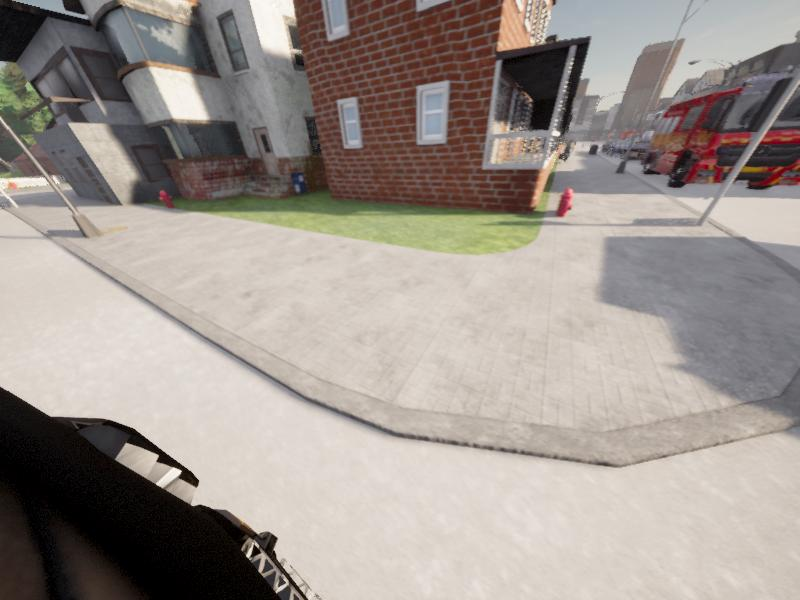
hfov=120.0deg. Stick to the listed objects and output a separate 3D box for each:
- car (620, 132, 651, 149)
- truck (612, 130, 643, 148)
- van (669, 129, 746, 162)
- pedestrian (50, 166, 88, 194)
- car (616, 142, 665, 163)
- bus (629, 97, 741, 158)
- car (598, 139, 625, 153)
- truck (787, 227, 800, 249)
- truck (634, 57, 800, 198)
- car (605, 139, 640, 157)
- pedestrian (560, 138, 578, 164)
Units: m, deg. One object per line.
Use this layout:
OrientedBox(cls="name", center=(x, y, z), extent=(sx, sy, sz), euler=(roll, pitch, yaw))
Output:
OrientedBox(cls="car", center=(38.109, -25.916, 37.611), extent=(2.150, 2.045, 5.566), euler=(16, 38, 26))
OrientedBox(cls="truck", center=(41.915, -29.810, 42.726), extent=(2.627, 2.467, 5.204), euler=(15, 38, 25))
OrientedBox(cls="van", center=(24.919, -12.730, 19.035), extent=(2.069, 2.038, 4.480), euler=(16, 38, 26))
OrientedBox(cls="pedestrian", center=(-25.939, -9.419, 18.145), extent=(0.751, 1.860, 0.751), euler=(-21, 38, -25))
OrientedBox(cls="car", center=(21.179, -13.132, 20.541), extent=(1.994, 1.385, 4.181), euler=(16, 38, 26))
OrientedBox(cls="bus", center=(29.325, -18.243, 24.908), extent=(3.944, 4.253, 10.273), euler=(16, 38, 26))
OrientedBox(cls="car", center=(29.740, -21.769, 32.606), extent=(1.837, 1.490, 4.892), euler=(16, 38, 26))
OrientedBox(cls="truck", center=(8.103, -0.711, 2.100), extent=(2.627, 2.467, 5.204), euler=(21, 41, 31))
OrientedBox(cls="truck", center=(14.614, -7.633, 10.672), extent=(2.891, 3.827, 8.468), euler=(16, 38, 26))
OrientedBox(cls="car", center=(25.787, -17.826, 27.011), extent=(1.882, 1.535, 5.008), euler=(16, 38, 26))
OrientedBox(cls="pedestrian", center=(14.784, -13.073, 20.300), extent=(0.751, 1.860, 0.751), euler=(15, 38, 25))
